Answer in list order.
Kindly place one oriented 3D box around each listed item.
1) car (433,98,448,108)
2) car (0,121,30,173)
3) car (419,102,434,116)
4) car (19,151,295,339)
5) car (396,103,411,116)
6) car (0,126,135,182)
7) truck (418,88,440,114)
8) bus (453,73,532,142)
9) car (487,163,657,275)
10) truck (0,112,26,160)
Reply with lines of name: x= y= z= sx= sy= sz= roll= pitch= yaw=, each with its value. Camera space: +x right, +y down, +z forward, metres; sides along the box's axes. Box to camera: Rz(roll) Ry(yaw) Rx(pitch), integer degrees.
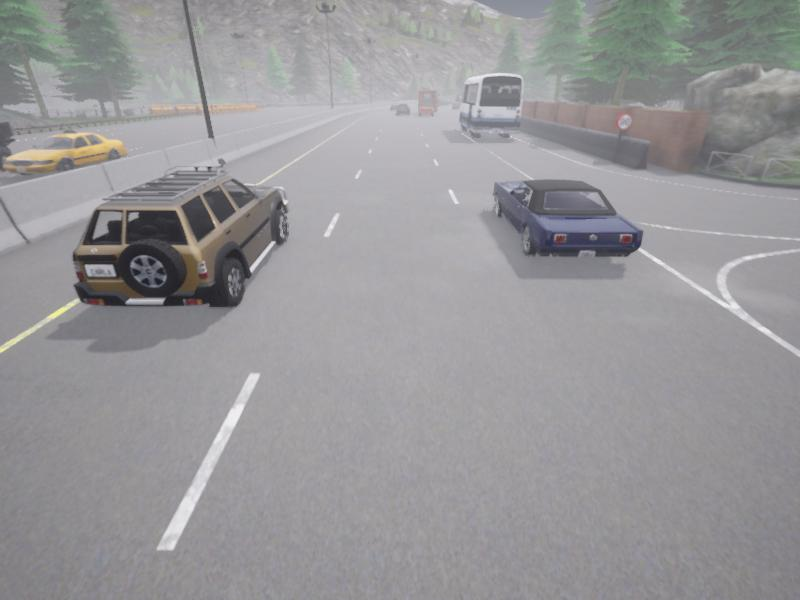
car: x=9.986 y=-48.682 z=98.638 sx=2.150 sy=2.045 sz=5.566 roll=10 pitch=29 yaw=18
car: x=-17.489 y=-5.873 z=15.713 sx=1.905 sy=1.878 sz=3.866 roll=0 pitch=27 yaw=0
car: x=4.041 y=-29.033 z=60.832 sx=2.097 sy=1.767 sz=4.553 roll=2 pitch=27 yaw=4
car: x=-3.490 y=-1.364 z=7.147 sx=1.932 sy=1.855 sz=4.605 roll=0 pitch=28 yaw=0
car: x=0.592 y=-29.737 z=62.323 sx=2.033 sy=1.649 sz=4.856 roll=2 pitch=27 yaw=4
car: x=-13.989 y=-6.343 z=16.996 sx=1.801 sy=1.575 sz=5.366 roll=0 pitch=27 yaw=0
truck: x=5.012 y=-34.270 z=68.755 sx=2.891 sy=3.827 sz=8.468 roll=4 pitch=28 yaw=7
bus: x=6.866 y=-15.544 z=32.093 sx=3.944 sy=4.253 sz=10.273 roll=1 pitch=28 yaw=1
car: x=3.508 y=-2.132 z=9.328 sx=1.895 sy=1.301 sz=4.718 roll=0 pitch=27 yaw=0
truck: x=-20.986 y=-7.137 z=17.900 sx=2.390 sy=2.098 sz=6.274 roll=0 pitch=27 yaw=0
